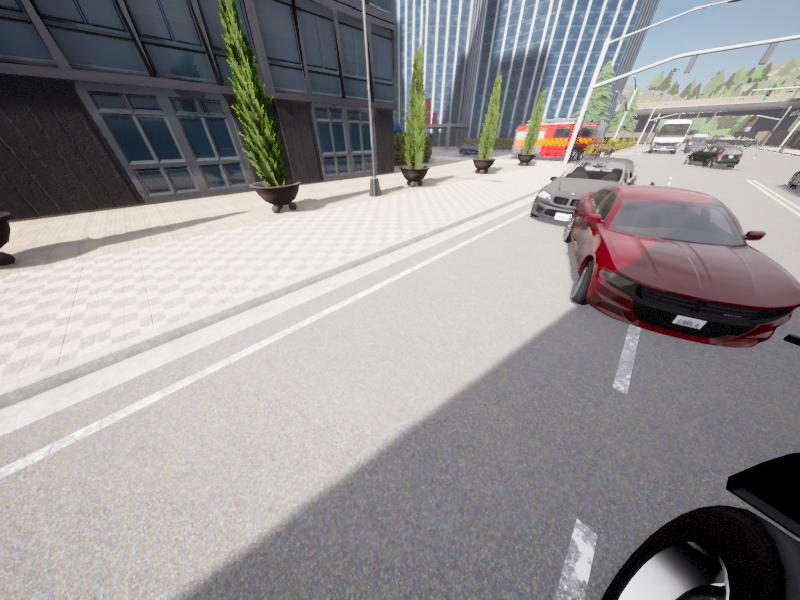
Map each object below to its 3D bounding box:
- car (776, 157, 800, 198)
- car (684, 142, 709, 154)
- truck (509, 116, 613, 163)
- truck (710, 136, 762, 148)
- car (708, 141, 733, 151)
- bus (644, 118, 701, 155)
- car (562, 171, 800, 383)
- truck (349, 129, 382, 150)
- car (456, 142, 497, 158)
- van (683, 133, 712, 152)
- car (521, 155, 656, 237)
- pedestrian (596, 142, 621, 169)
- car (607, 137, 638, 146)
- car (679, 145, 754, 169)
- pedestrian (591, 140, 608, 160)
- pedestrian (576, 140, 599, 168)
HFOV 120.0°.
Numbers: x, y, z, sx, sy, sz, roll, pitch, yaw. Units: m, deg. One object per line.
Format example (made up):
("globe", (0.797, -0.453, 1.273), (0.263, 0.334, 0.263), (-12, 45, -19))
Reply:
("car", (19.756, -5.497, 10.260), (2.128, 1.511, 4.902), (30, 45, 35))
("car", (46.300, -23.834, 36.169), (1.812, 1.442, 4.674), (30, 45, 35))
("truck", (17.635, -18.105, 26.189), (2.891, 3.827, 8.468), (-28, 43, -33))
("truck", (76.048, -35.944, 52.523), (6.274, 2.098, 2.390), (30, 45, 35))
("car", (59.271, -28.527, 42.799), (1.994, 1.385, 4.181), (30, 45, 35))
("bus", (43.174, -25.925, 36.726), (3.944, 4.253, 10.273), (30, 45, 35))
("car", (4.492, -1.230, 4.293), (1.882, 1.535, 5.008), (17, 38, 23))
("truck", (-8.289, -38.467, 55.331), (8.468, 3.827, 2.891), (29, 45, 35))
("car", (10.697, -21.310, 32.707), (4.856, 1.649, 2.033), (29, 45, 35))
("van", (51.749, -27.477, 40.351), (1.988, 2.561, 5.915), (30, 45, 35))
("car", (6.393, -3.767, 7.781), (4.611, 1.667, 2.242), (-29, 44, -35))
("pedestrian", (17.236, -11.966, 19.129), (0.751, 1.860, 0.751), (-24, 42, -30))
("car", (61.744, -44.008, 64.096), (2.150, 2.045, 5.566), (-28, 44, -33))
("car", (27.348, -12.564, 20.208), (1.789, 1.549, 3.705), (9, 36, 12))
("pedestrian", (23.347, -17.571, 27.047), (0.751, 1.860, 0.751), (12, 37, 17))
("pedestrian", (15.150, -11.829, 18.687), (0.751, 1.860, 0.751), (15, 38, 21))
